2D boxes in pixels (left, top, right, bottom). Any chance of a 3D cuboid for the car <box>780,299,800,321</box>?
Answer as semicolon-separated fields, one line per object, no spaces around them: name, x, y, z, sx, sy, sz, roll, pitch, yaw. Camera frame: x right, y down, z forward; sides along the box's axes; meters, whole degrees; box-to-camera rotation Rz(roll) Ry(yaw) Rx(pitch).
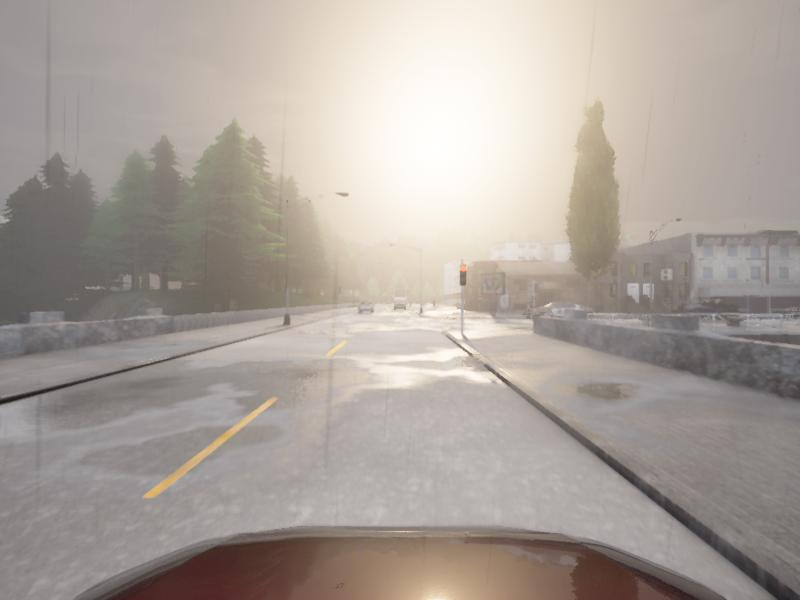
car;33.404;0.776;31.433;5.027;1.651;2.152;0;0;0

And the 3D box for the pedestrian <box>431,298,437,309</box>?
pedestrian;5.616;0.522;66.036;0.751;1.860;0.751;0;0;16

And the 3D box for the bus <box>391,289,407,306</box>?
bus;-0.127;-0.557;103.637;3.944;4.253;10.273;0;0;0

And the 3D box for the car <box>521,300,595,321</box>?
car;12.319;0.816;31.403;4.974;1.542;2.038;0;0;0

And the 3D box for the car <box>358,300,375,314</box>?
car;-4.053;0.780;48.737;1.851;1.617;3.988;0;0;-1

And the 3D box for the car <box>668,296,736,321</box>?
car;23.623;0.637;31.427;3.866;1.878;1.905;-1;0;0

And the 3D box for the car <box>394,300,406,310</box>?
car;-0.003;0.812;66.678;2.038;1.542;4.974;0;0;0
